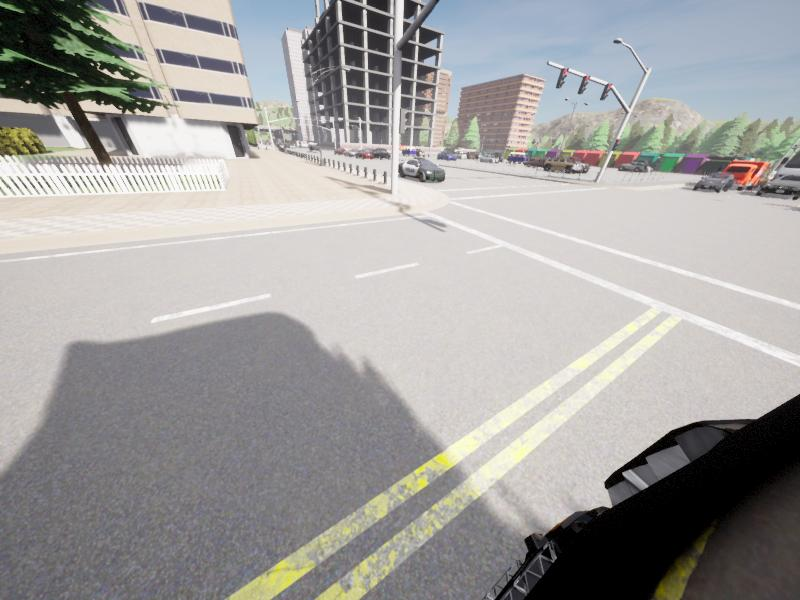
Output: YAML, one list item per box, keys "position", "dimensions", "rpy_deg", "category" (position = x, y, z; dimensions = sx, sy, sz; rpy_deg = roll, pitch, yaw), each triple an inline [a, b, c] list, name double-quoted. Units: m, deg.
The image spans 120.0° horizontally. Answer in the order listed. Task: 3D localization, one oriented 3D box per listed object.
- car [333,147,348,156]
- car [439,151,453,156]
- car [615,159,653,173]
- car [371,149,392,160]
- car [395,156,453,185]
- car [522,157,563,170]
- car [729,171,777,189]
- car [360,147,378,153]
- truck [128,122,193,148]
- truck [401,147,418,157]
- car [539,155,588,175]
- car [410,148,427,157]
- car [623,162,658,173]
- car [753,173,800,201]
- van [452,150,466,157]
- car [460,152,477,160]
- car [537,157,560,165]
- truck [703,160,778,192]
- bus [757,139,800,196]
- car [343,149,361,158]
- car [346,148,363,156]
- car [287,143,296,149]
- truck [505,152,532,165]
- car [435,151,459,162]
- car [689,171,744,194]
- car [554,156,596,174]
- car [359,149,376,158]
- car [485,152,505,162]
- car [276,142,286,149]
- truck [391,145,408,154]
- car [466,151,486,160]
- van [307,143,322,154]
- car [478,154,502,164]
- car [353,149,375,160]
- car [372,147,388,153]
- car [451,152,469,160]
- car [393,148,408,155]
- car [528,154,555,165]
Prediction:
- position: [-13.205, -32.929, 51.211]
  dimensions: [1.812, 1.442, 4.674]
  rpy_deg: [-16, 38, -26]
  category: "car"
- position: [16.791, -53.421, 84.286]
  dimensions: [4.902, 1.511, 2.128]
  rpy_deg: [-16, 38, -26]
  category: "car"
- position: [41.170, -23.600, 40.690]
  dimensions: [1.905, 1.878, 3.866]
  rpy_deg: [-16, 38, -26]
  category: "car"
- position: [-3.578, -27.305, 43.400]
  dimensions: [1.882, 1.535, 5.008]
  rpy_deg: [-16, 38, -26]
  category: "car"
- position: [1.717, -10.467, 18.458]
  dimensions: [2.038, 1.542, 4.974]
  rpy_deg: [-15, 38, -25]
  category: "car"
- position: [23.328, -22.446, 37.995]
  dimensions: [2.033, 1.415, 5.357]
  rpy_deg: [-16, 38, -26]
  category: "car"
- position: [40.596, -13.871, 26.541]
  dimensions: [5.366, 1.575, 1.801]
  rpy_deg: [-15, 37, -25]
  category: "car"
- position: [-10.343, -50.108, 77.154]
  dimensions: [5.357, 1.411, 2.033]
  rpy_deg: [-16, 38, -26]
  category: "car"
- position: [-50.328, -34.897, 49.046]
  dimensions: [8.468, 3.827, 2.891]
  rpy_deg: [-16, 38, -26]
  category: "truck"
- position: [2.246, -37.497, 58.437]
  dimensions: [2.069, 2.038, 4.478]
  rpy_deg: [-16, 38, -26]
  category: "truck"
- position: [21.662, -18.091, 30.883]
  dimensions: [1.932, 1.855, 4.605]
  rpy_deg: [-16, 38, -26]
  category: "car"
- position: [4.714, -38.163, 59.801]
  dimensions: [1.932, 1.855, 4.605]
  rpy_deg: [-16, 38, -26]
  category: "car"
- position: [43.672, -24.105, 42.077]
  dimensions: [1.970, 1.475, 3.806]
  rpy_deg: [-16, 38, -26]
  category: "car"
- position: [32.362, -9.494, 19.275]
  dimensions: [5.027, 1.651, 2.152]
  rpy_deg: [-16, 38, -26]
  category: "car"
- position: [21.201, -52.692, 82.994]
  dimensions: [4.480, 2.038, 2.069]
  rpy_deg: [-16, 38, -26]
  category: "van"
- position: [17.801, -37.578, 60.311]
  dimensions: [1.784, 1.438, 3.905]
  rpy_deg: [-16, 38, -26]
  category: "car"
- position: [34.952, -32.811, 54.457]
  dimensions: [1.784, 1.438, 3.905]
  rpy_deg: [-16, 38, -26]
  category: "car"
- position: [34.077, -12.507, 23.178]
  dimensions: [5.204, 2.467, 2.627]
  rpy_deg: [-15, 38, -25]
  category: "truck"
- position: [41.119, -12.827, 22.592]
  dimensions: [10.273, 4.253, 3.944]
  rpy_deg: [-15, 37, -25]
  category: "bus"
- position: [-9.708, -29.410, 46.315]
  dimensions: [1.895, 1.301, 4.718]
  rpy_deg: [-16, 38, -26]
  category: "car"
- position: [-10.469, -34.065, 53.177]
  dimensions: [2.033, 1.411, 5.357]
  rpy_deg: [-16, 38, -26]
  category: "car"
- position: [-37.257, -52.920, 79.380]
  dimensions: [1.851, 1.617, 3.988]
  rpy_deg: [-16, 38, -26]
  category: "car"
- position: [25.338, -30.344, 49.448]
  dimensions: [2.069, 2.038, 4.478]
  rpy_deg: [-16, 38, -26]
  category: "truck"
- position: [9.747, -29.801, 47.904]
  dimensions: [2.242, 1.667, 4.611]
  rpy_deg: [-16, 38, -26]
  category: "car"
- position: [28.121, -10.502, 20.549]
  dimensions: [3.633, 1.501, 1.845]
  rpy_deg: [-15, 38, -25]
  category: "car"
- position: [24.195, -18.771, 32.108]
  dimensions: [1.905, 1.878, 3.866]
  rpy_deg: [-16, 38, -26]
  category: "car"
- position: [-6.831, -30.479, 48.013]
  dimensions: [1.812, 1.442, 4.674]
  rpy_deg: [-16, 38, -26]
  category: "car"
- position: [22.147, -33.433, 54.029]
  dimensions: [1.905, 1.878, 3.866]
  rpy_deg: [-16, 38, -26]
  category: "car"
- position: [-39.402, -51.239, 76.577]
  dimensions: [2.033, 1.649, 4.856]
  rpy_deg: [-16, 38, -26]
  category: "car"
- position: [-0.308, -53.401, 82.003]
  dimensions: [5.204, 2.467, 2.627]
  rpy_deg: [-16, 38, -26]
  category: "truck"
- position: [20.108, -38.436, 61.400]
  dimensions: [1.932, 1.855, 4.605]
  rpy_deg: [-16, 38, -26]
  category: "car"
- position: [-20.697, -36.752, 55.855]
  dimensions: [2.069, 2.038, 4.480]
  rpy_deg: [-16, 38, -26]
  category: "van"
- position: [17.823, -27.920, 45.826]
  dimensions: [1.970, 1.475, 3.806]
  rpy_deg: [-16, 38, -26]
  category: "car"
- position: [-6.511, -26.325, 41.748]
  dimensions: [2.163, 1.488, 4.792]
  rpy_deg: [-16, 38, -26]
  category: "car"
- position: [-6.633, -49.046, 75.594]
  dimensions: [4.892, 1.490, 1.837]
  rpy_deg: [-16, 38, -26]
  category: "car"
- position: [15.292, -36.842, 59.067]
  dimensions: [1.970, 1.475, 3.806]
  rpy_deg: [-16, 38, -26]
  category: "car"
- position: [0.119, -50.896, 79.112]
  dimensions: [4.611, 1.667, 2.242]
  rpy_deg: [-16, 38, -26]
  category: "car"
- position: [32.421, -32.308, 53.123]
  dimensions: [1.932, 1.855, 4.605]
  rpy_deg: [-16, 38, -26]
  category: "car"
